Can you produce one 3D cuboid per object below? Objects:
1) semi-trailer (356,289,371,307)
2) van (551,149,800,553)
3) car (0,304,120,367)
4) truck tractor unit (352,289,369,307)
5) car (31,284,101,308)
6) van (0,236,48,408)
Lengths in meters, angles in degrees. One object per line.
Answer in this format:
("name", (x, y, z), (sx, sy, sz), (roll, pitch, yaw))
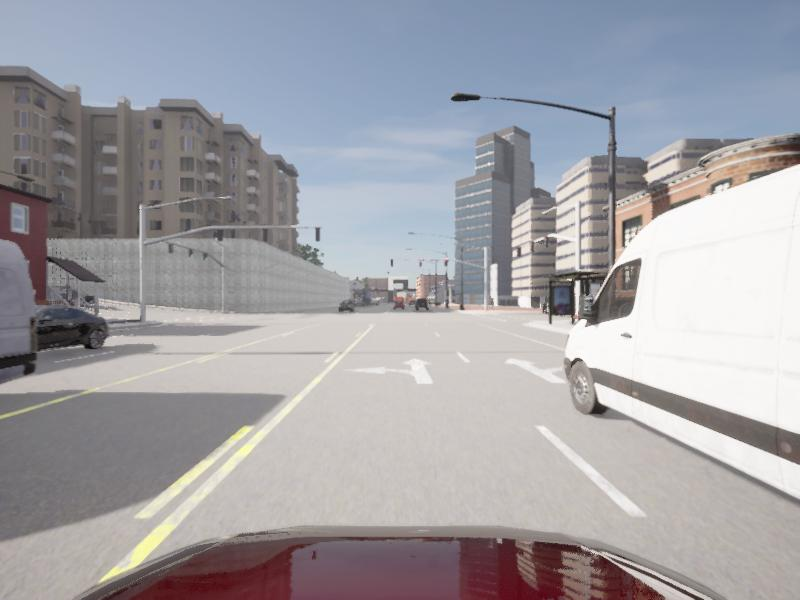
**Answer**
("semi-trailer", (-9.634, -0.566, 106.712), (2.717, 4.402, 14.254), (0, 0, 0))
("van", (3.519, 0.324, 3.685), (1.988, 2.561, 5.915), (0, 0, 0))
("car", (-10.516, 0.875, 11.418), (1.812, 1.442, 4.674), (0, 0, 0))
("truck tractor unit", (-9.707, -0.478, 98.804), (3.053, 4.208, 6.516), (0, 0, 3))
("car", (-32.268, -0.374, 38.766), (4.902, 1.511, 2.128), (8, 0, 0))
("van", (-6.976, 0.324, 3.824), (1.988, 2.561, 5.915), (0, 0, 0))
